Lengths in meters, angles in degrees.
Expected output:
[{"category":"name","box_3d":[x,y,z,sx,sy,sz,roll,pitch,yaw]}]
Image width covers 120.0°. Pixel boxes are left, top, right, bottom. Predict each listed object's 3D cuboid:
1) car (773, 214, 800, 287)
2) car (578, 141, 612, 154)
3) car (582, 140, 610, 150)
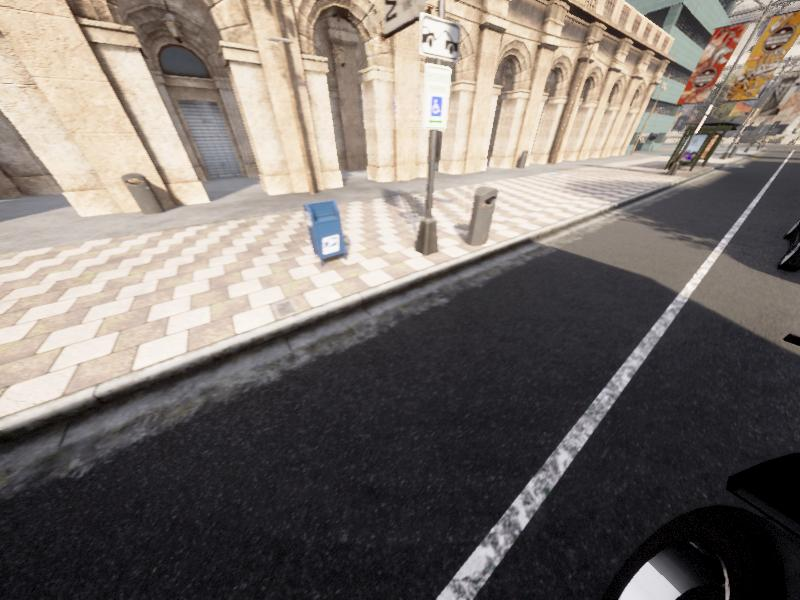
[{"category":"car","box_3d":[9.533,-1.350,4.442,4.892,1.490,1.837,-22,41,-28]},{"category":"car","box_3d":[29.608,-23.215,35.074,4.786,1.482,2.161,-22,41,-28]},{"category":"car","box_3d":[36.730,-29.062,43.223,4.902,1.511,2.128,-22,41,-28]}]
